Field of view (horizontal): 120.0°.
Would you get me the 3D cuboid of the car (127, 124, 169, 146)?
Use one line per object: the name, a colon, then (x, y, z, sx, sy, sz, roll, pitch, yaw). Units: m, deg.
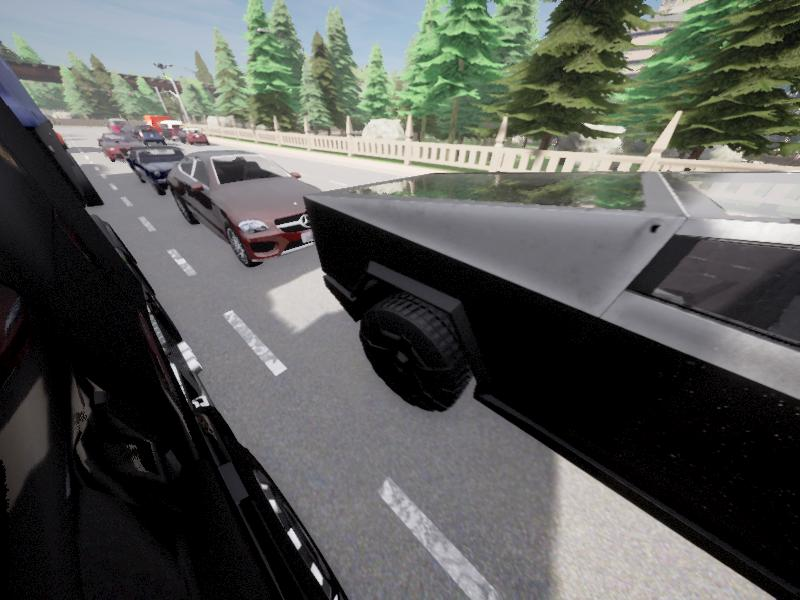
car: (-25.820, -16.881, 23.638, 3.988, 1.617, 1.851, 28, 43, 30)

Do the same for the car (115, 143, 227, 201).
car: (-8.982, -5.168, 9.008, 4.718, 1.301, 1.895, 28, 43, 30)

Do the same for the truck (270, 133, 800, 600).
truck: (2.215, 0.397, 1.434, 6.274, 2.098, 2.390, 28, 43, 30)

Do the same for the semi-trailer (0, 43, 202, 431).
semi-trailer: (-8.706, -3.579, 4.251, 14.254, 4.402, 2.717, 28, 44, 30)

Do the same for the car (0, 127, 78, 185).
car: (-16.103, -6.329, 9.915, 5.238, 1.638, 1.930, 28, 43, 30)

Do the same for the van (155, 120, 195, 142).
van: (-27.620, -20.727, 28.365, 4.480, 2.038, 2.069, 28, 43, 30)

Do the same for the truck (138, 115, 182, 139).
truck: (-32.923, -23.695, 31.723, 5.204, 2.467, 2.627, 28, 43, 30)

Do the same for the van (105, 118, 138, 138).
van: (-38.002, -23.447, 31.517, 4.442, 1.987, 1.775, 28, 43, 30)

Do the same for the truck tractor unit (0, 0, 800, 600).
truck tractor unit: (-2.645, -0.295, 0.351, 6.516, 4.208, 3.053, 28, 44, 30)

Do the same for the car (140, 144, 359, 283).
car: (-3.526, -2.430, 5.335, 5.027, 1.651, 2.152, 28, 43, 30)

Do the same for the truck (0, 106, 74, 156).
truck: (-25.644, -11.698, 15.929, 5.204, 2.467, 2.627, 28, 43, 30)

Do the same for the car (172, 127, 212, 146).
car: (-22.847, -17.983, 25.397, 3.806, 1.475, 1.970, 27, 43, 30)

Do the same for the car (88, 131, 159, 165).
car: (-17.304, -9.579, 14.444, 4.181, 1.385, 1.994, 28, 44, 30)

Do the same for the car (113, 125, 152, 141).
car: (-32.574, -20.349, 28.129, 5.357, 1.411, 2.033, 28, 43, 30)
